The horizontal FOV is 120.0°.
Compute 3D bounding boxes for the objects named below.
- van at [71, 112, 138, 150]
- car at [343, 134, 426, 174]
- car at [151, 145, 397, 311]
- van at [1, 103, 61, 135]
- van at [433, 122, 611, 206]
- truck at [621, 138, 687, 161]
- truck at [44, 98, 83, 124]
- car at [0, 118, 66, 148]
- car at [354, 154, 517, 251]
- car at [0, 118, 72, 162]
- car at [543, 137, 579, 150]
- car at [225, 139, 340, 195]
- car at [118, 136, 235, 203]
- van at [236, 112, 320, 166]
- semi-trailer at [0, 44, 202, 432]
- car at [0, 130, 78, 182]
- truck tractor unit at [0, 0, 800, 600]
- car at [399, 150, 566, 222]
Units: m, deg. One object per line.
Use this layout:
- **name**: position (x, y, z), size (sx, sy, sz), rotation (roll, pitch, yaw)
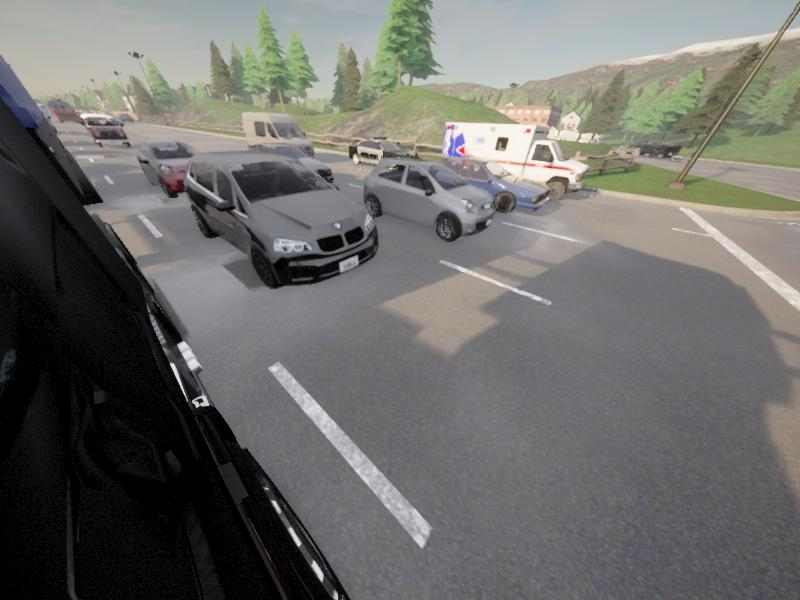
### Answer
- **van**: position (-22.250, -12.734, 17.410), size (4.480, 2.038, 2.069), rotation (28, 44, 30)
- **car**: position (-1.109, -9.414, 14.734), size (5.238, 1.638, 1.930), rotation (28, 44, 30)
- **car**: position (-2.561, -1.948, 4.688), size (4.611, 1.667, 2.242), rotation (28, 44, 30)
- **van**: position (-40.011, -19.733, 25.212), size (6.366, 2.431, 2.351), rotation (28, 44, 30)
- **van**: position (4.974, -6.450, 10.542), size (6.366, 2.431, 2.351), rotation (28, 44, 30)
- **truck**: position (35.744, -21.501, 32.869), size (2.390, 2.098, 6.274), rotation (1, 37, -3)
- **truck**: position (-69.662, -39.078, 47.792), size (8.468, 3.827, 2.891), rotation (28, 44, 30)
- **car**: position (-27.137, -12.391, 17.095), size (4.792, 1.488, 2.163), rotation (28, 44, 30)
- **car**: position (0.746, -2.857, 6.233), size (3.633, 1.501, 1.845), rotation (28, 44, 30)
- **car**: position (-20.882, -9.072, 12.982), size (5.027, 1.651, 2.152), rotation (28, 44, 30)
- **car**: position (29.644, -28.998, 42.812), size (1.930, 1.638, 5.238), rotation (-10, 39, -18)
- **car**: position (-5.232, -6.033, 10.171), size (5.357, 1.411, 2.033), rotation (28, 44, 30)
- **car**: position (-7.896, -4.773, 8.202), size (3.633, 1.501, 1.845), rotation (29, 44, 30)
- **van**: position (-8.119, -10.799, 15.363), size (5.915, 2.561, 1.988), rotation (28, 44, 30)
- **semi-trailer**: position (-8.694, -3.620, 4.214), size (14.254, 4.402, 2.717), rotation (28, 44, 30)
- **car**: position (-15.642, -6.123, 9.641), size (4.181, 1.385, 1.994), rotation (28, 44, 30)
- **truck tractor unit**: position (-2.645, -0.295, 0.352), size (6.516, 4.208, 3.053), rotation (28, 44, 30)
- **car**: position (2.691, -4.504, 8.664), size (5.357, 1.411, 2.033), rotation (28, 44, 30)
